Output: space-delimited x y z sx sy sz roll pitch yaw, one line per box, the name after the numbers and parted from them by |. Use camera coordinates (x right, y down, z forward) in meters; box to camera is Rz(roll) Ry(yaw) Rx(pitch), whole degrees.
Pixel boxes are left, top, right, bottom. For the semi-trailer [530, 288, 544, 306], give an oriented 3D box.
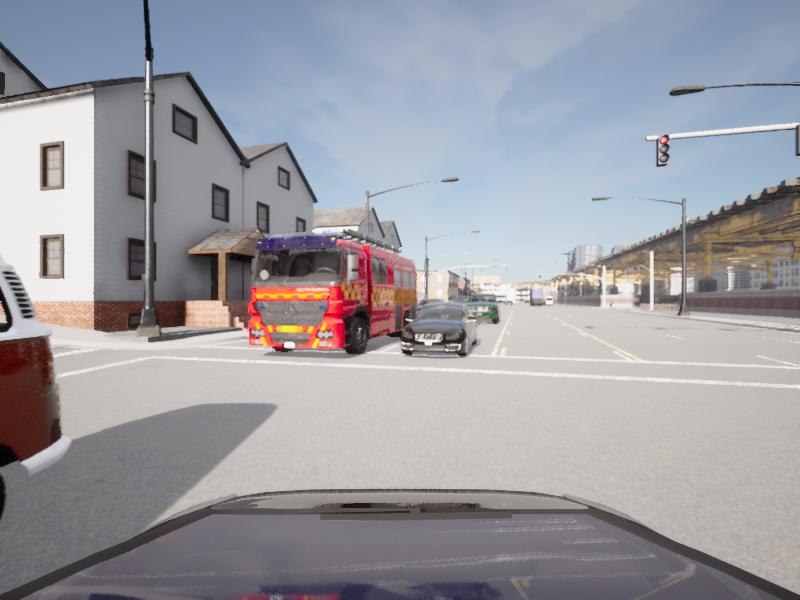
35.754 -0.669 104.778 2.717 4.402 14.254 0 0 16 | semi-trailer

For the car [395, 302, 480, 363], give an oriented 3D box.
1.425 0.854 12.901 1.837 1.490 4.892 0 1 16 | car

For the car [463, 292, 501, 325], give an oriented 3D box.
5.779 0.560 27.722 2.150 2.045 5.566 0 0 16 | car

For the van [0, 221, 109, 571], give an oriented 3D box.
-3.351 0.570 0.961 2.069 2.038 4.480 0 0 -1 | van

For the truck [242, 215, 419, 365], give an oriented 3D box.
-1.734 -0.303 14.670 2.891 3.827 8.468 0 1 17 | truck

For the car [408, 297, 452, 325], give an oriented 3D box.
2.202 0.683 27.960 2.097 1.767 4.553 0 0 16 | car
